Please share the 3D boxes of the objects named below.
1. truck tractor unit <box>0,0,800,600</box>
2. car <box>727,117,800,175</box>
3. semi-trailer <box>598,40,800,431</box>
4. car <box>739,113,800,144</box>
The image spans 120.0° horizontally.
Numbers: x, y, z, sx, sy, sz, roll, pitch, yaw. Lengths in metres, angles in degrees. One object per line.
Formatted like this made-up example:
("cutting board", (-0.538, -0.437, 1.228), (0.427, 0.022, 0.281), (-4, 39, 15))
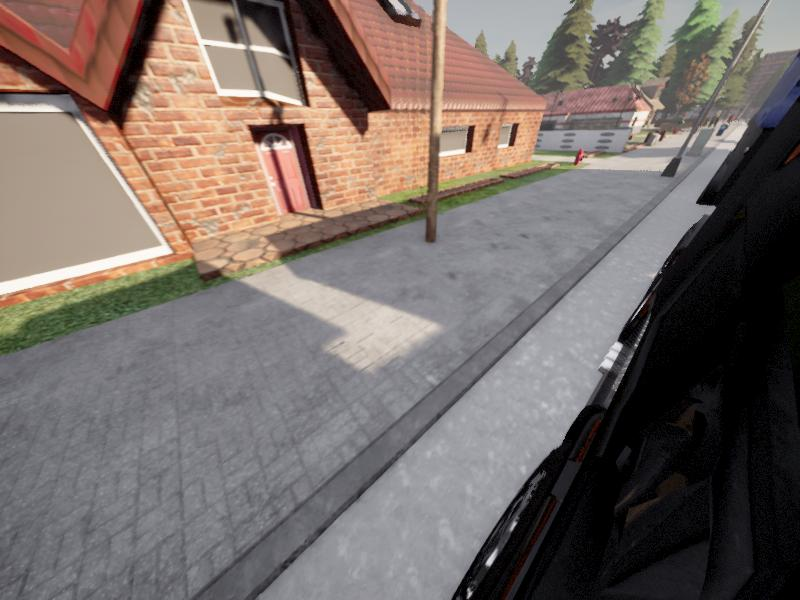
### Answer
("truck tractor unit", (2.645, -0.295, 0.351), (6.516, 4.208, 3.053), (-28, 44, -30))
("car", (17.353, -7.177, 10.580), (4.605, 1.855, 1.932), (-28, 44, -30))
("semi-trailer", (8.691, -3.609, 4.235), (14.254, 4.402, 2.717), (-28, 44, -30))
("car", (30.587, -14.262, 19.199), (3.866, 1.878, 1.905), (-29, 44, -29))
